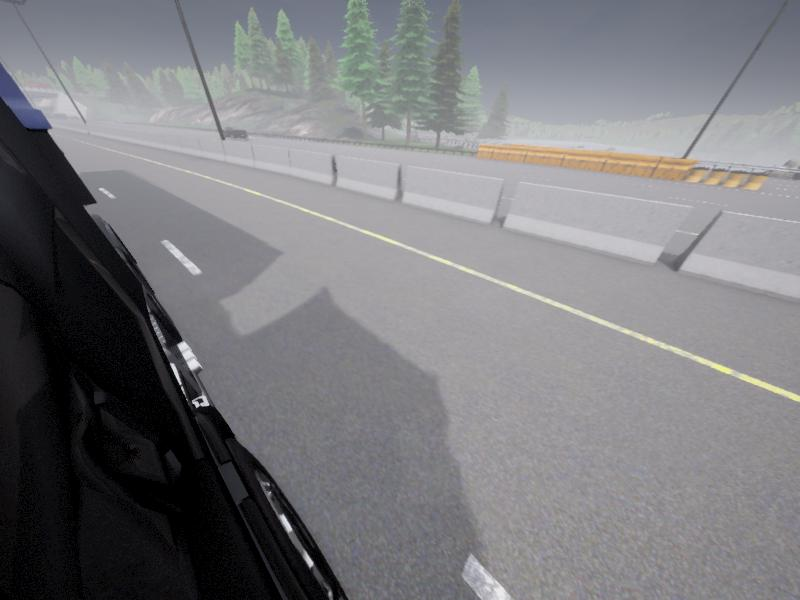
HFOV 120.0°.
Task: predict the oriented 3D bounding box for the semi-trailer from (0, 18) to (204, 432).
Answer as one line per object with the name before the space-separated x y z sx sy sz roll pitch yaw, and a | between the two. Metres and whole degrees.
semi-trailer | -8.872 -3.470 4.065 14.254 4.402 2.717 26 42 28

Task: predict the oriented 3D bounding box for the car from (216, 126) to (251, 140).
car | -24.407 -24.450 33.805 5.008 1.535 1.882 24 41 26

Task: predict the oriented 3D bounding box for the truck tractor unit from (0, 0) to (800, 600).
truck tractor unit | -2.645 -0.295 0.351 6.516 4.208 3.053 28 44 30
